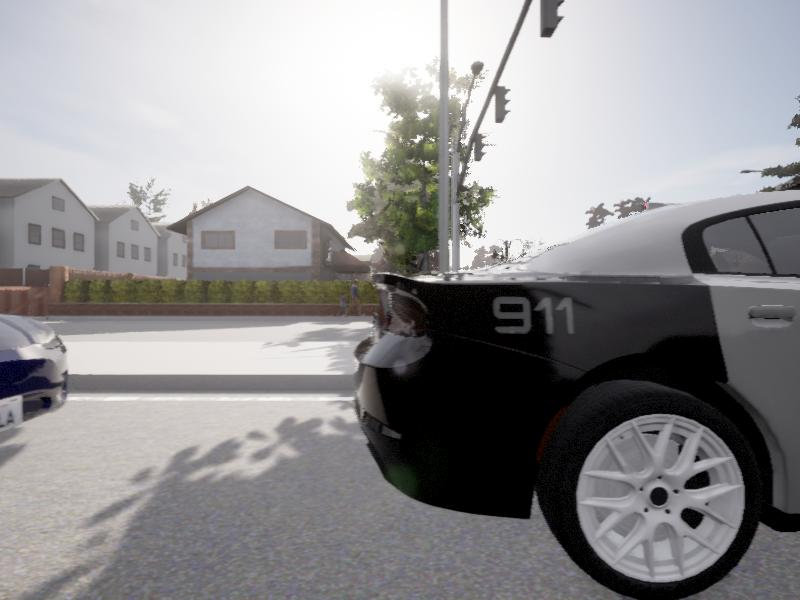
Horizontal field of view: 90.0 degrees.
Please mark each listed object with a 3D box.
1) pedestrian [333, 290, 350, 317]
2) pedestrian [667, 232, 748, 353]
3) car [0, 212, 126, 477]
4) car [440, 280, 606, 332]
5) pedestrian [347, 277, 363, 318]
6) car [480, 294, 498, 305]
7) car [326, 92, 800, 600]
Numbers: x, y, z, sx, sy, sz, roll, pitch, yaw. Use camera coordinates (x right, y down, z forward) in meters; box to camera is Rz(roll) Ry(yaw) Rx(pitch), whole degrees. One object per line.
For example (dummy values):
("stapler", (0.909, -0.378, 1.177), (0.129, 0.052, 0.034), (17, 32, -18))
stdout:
("pedestrian", (-2.905, 0.160, 19.809), (0.751, 1.300, 0.751), (0, 0, 0))
("pedestrian", (5.032, -0.110, 6.582), (0.751, 1.860, 0.751), (0, 0, -13))
("car", (-4.642, 0.244, 2.196), (4.792, 1.488, 2.163), (0, 0, 0))
("car", (3.980, 0.184, 13.713), (5.027, 1.651, 2.152), (0, 0, 0))
("pedestrian", (-2.127, -0.119, 18.799), (0.751, 1.860, 0.751), (0, 0, -7))
("car", (17.348, -0.024, 78.308), (2.150, 2.045, 5.566), (0, 0, -1))
("car", (2.378, 0.173, 2.243), (5.238, 1.638, 1.930), (0, 0, -1))
